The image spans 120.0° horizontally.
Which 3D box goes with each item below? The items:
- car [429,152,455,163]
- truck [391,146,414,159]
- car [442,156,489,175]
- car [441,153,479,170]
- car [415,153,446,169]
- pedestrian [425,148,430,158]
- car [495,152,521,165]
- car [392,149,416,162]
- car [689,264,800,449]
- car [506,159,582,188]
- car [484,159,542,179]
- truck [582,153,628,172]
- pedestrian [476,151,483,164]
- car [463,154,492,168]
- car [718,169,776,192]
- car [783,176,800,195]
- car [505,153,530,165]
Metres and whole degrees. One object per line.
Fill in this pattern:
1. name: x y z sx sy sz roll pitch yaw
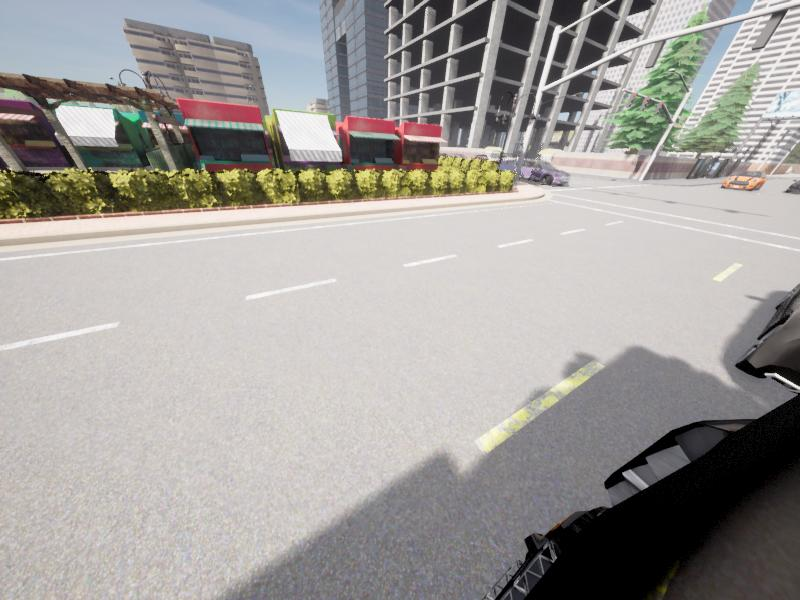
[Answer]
1. car: 7.670 -26.494 42.959 1.882 1.535 5.008 -16 38 -26
2. truck: 0.516 -33.957 53.140 2.390 2.098 6.274 -16 38 -26
3. car: 7.200 -15.208 25.974 2.163 1.488 4.792 -16 38 -26
4. car: 7.860 -18.537 30.867 2.242 1.667 4.611 -16 38 -26
5. car: 3.963 -18.470 30.643 1.816 1.474 4.193 -16 38 -26
6. pedestrian: 6.389 -34.506 54.321 0.751 1.860 0.751 -15 38 -25
7. car: 21.126 -27.830 45.451 1.905 1.878 3.866 -15 38 -25
8. car: 0.645 -25.800 41.277 1.930 1.638 5.238 -16 38 -26
9. car: 6.040 0.331 2.550 4.902 1.511 2.128 -15 38 -25
10. car: 11.620 -10.523 19.127 2.033 1.649 4.856 -11 36 -21
11. car: 12.014 -14.235 24.960 2.033 1.411 5.357 -16 38 -26
12. truck: 37.048 -25.038 42.005 2.615 2.467 5.204 -15 38 -25
13. pedestrian: 14.596 -26.176 42.405 0.751 1.860 0.751 3 34 0
14. car: 12.116 -22.048 36.542 1.851 1.617 3.988 -16 38 -26
15. car: 35.165 -12.205 23.429 4.553 1.767 2.097 -15 38 -25
16. car: 39.912 -11.163 22.498 4.892 1.490 1.837 -15 38 -25
17. car: 23.688 -28.535 46.711 1.905 1.878 3.866 -15 38 -25
